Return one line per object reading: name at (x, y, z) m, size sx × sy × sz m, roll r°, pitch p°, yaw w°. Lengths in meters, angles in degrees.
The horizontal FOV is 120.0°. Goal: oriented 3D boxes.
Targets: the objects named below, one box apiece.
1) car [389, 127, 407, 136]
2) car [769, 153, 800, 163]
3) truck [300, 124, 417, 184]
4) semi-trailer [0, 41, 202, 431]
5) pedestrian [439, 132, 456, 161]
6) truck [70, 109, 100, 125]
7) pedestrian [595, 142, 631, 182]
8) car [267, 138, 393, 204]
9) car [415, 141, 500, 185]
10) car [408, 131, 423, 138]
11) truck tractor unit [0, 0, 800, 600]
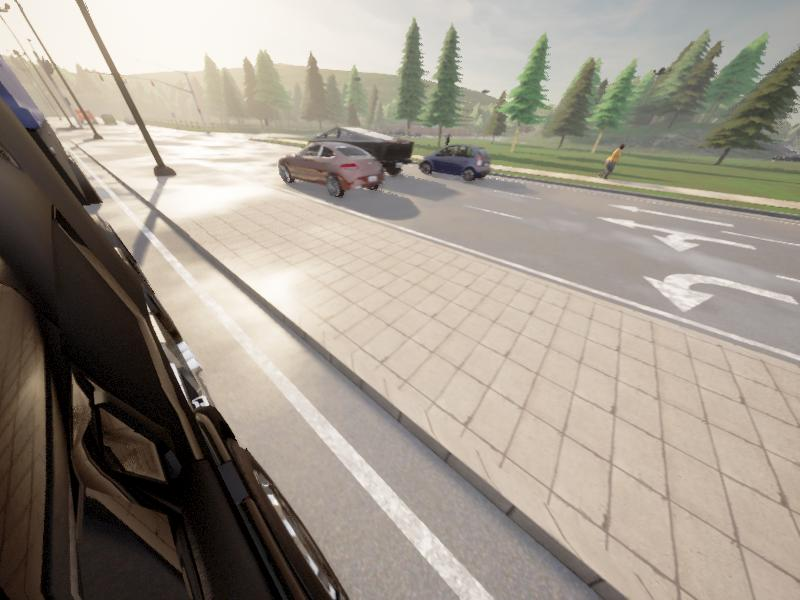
car at (-0.586, -51.524, 70.841) m, size 2.150 × 2.045 × 5.566 m, roll 28°, pitch 43°, yaw 30°
car at (70.211, -25.287, 41.158) m, size 4.718 × 1.301 × 1.895 m, roll 6°, pitch 37°, yaw 5°
truck at (-2.416, -8.156, 12.660) m, size 6.274 × 2.098 × 2.390 m, roll 28°, pitch 43°, yaw 29°
semi-trailer at (-8.699, -3.611, 4.219) m, size 14.254 × 4.402 × 2.717 m, roll 28°, pitch 44°, yaw 30°
pedestrian at (3.758, -12.219, 18.418) m, size 0.751 × 1.860 × 0.751 m, roll 24°, pitch 42°, yaw 26°
truck at (-69.009, -40.135, 50.609) m, size 5.204 × 2.467 × 2.627 m, roll 27°, pitch 43°, yaw 29°
pedestrian at (12.128, -7.925, 13.241) m, size 0.751 × 1.860 × 0.751 m, roll 25°, pitch 42°, yaw 26°
car at (-2.897, -5.507, 9.482) m, size 5.027 × 1.651 × 2.152 m, roll 28°, pitch 43°, yaw 29°
car at (3.062, -7.803, 12.971) m, size 3.988 × 1.617 × 1.851 m, roll 28°, pitch 43°, yaw 29°
car at (4.591, -48.324, 67.360) m, size 1.837 × 1.490 × 4.892 m, roll 28°, pitch 43°, yaw 30°
truck tractor unit at (-2.645, -0.295, 0.351) m, size 6.516 × 4.208 × 3.053 m, roll 28°, pitch 44°, yaw 30°
